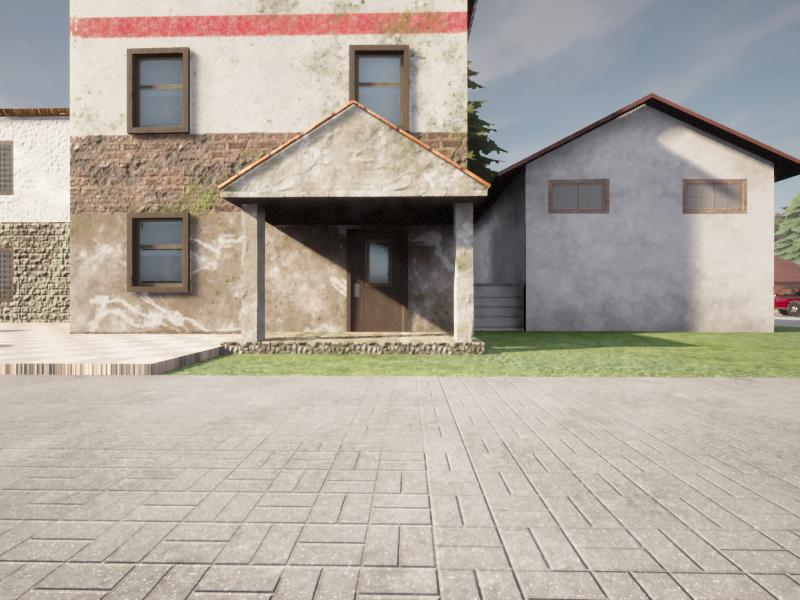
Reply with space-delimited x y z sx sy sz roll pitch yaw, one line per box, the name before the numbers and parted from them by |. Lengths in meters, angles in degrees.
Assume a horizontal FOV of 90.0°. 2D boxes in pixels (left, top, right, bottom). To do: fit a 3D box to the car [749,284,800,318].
car | 23.249 0.047 23.620 1.905 1.878 3.866 0 0 1
